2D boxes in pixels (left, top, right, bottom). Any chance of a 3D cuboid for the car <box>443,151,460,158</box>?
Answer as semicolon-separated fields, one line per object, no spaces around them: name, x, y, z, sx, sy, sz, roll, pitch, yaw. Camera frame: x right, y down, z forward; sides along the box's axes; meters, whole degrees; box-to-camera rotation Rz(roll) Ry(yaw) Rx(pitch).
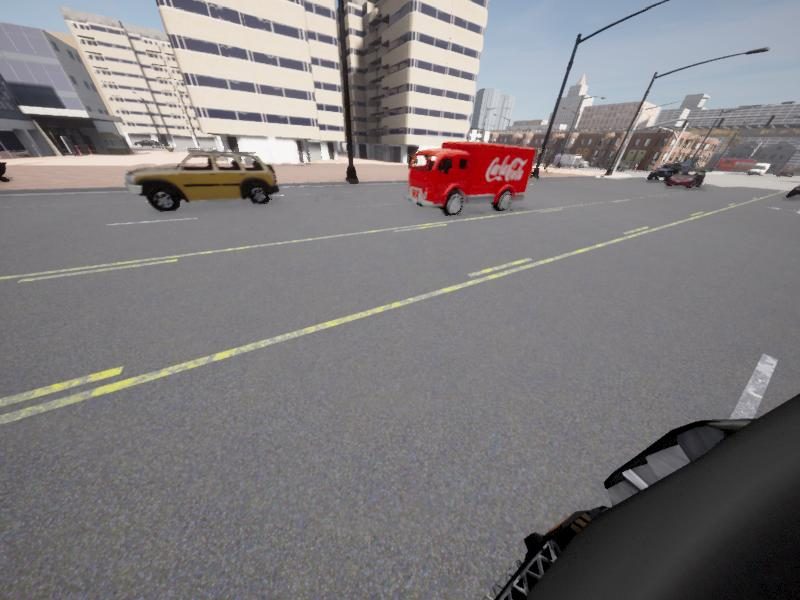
car;16.600;-46.965;74.749;1.930;1.638;5.238;-16;38;-26

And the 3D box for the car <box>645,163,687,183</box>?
car;32.548;-15.578;28.260;3.866;1.878;1.905;-16;38;-26

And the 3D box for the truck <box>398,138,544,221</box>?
truck;2.870;-5.182;9.793;5.204;2.467;2.627;-15;38;-26

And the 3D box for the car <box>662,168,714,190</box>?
car;28.160;-11.902;22.628;3.988;1.617;1.851;-15;37;-25

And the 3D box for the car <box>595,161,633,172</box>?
car;41.685;-26.022;45.087;2.128;1.511;4.902;-16;38;-26

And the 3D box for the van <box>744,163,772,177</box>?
van;83.484;-30.335;53.820;5.915;2.561;1.988;-16;38;-27

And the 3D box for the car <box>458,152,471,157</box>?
car;26.036;-58.538;93.084;4.892;1.490;1.837;-15;37;-25

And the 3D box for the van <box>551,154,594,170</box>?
van;35.483;-28.690;47.820;2.351;2.431;6.366;-16;38;-26

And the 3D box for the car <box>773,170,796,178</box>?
car;89.211;-29.162;53.540;4.181;1.385;1.994;-15;37;-25

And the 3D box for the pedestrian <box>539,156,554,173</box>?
pedestrian;18.904;-17.409;29.755;0.751;1.860;0.751;-6;34;-13

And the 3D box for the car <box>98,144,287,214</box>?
car;-7.172;-4.660;8.778;4.605;1.855;1.932;-19;39;-31

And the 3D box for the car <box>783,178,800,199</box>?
car;34.791;-9.426;19.383;3.988;1.617;1.851;-16;38;-26
